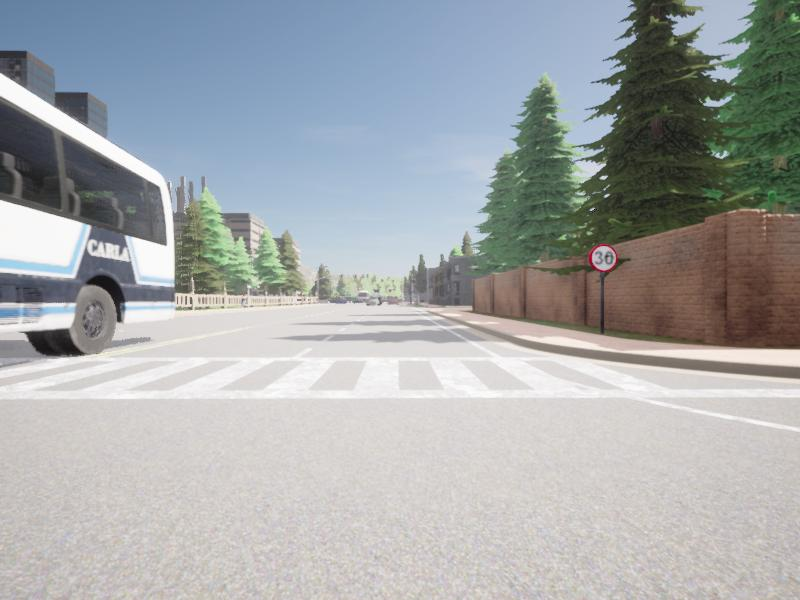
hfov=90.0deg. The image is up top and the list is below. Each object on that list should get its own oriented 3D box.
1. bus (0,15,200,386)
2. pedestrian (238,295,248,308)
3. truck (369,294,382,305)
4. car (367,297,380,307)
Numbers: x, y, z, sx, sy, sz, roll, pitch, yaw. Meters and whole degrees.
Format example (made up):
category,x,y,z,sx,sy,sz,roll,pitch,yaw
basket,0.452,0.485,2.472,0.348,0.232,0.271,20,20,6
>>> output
category,x,y,z,sx,sy,sz,roll,pitch,yaw
bus,-6.582,-1.133,4.837,3.944,4.253,10.273,0,0,-5
pedestrian,-15.374,0.162,39.196,0.751,1.300,0.751,0,0,-3
truck,-4.866,-0.061,81.066,2.390,2.098,6.274,0,0,-1
car,-4.691,0.321,71.138,2.152,1.651,5.027,0,0,-1
